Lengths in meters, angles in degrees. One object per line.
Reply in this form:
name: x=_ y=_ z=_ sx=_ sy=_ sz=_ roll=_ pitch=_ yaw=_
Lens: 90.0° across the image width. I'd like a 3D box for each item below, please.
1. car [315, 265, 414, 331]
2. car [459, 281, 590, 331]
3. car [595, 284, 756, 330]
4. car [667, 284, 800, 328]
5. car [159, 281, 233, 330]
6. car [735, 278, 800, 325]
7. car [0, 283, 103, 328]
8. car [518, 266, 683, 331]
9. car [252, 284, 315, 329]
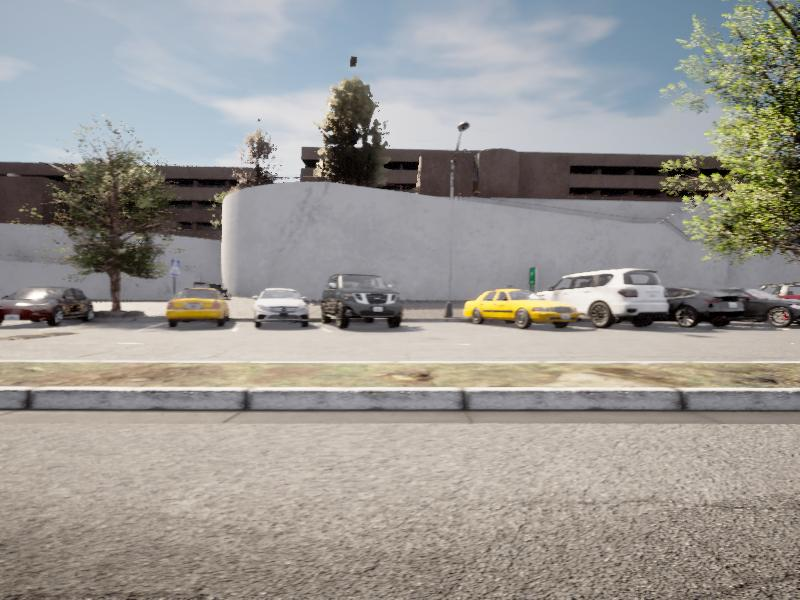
car: x=-1.647 y=-0.018 z=15.512 sx=2.435 sy=2.045 sz=5.566 roll=1 pitch=-1 yaw=-20
car: x=4.406 y=0.230 z=15.360 sx=1.946 sy=1.575 sz=5.366 roll=1 pitch=-1 yaw=-20
car: x=10.333 y=0.249 z=15.555 sx=2.163 sy=1.488 sz=4.792 roll=0 pitch=-1 yaw=-20
car: x=13.358 y=0.248 z=15.530 sx=2.002 sy=1.452 sz=4.674 roll=0 pitch=-1 yaw=-20
car: x=-7.741 y=0.206 z=15.710 sx=1.946 sy=1.575 sz=5.366 roll=0 pitch=-1 yaw=-20
car: x=16.346 y=0.059 z=15.558 sx=2.185 sy=1.767 sz=4.553 roll=0 pitch=-1 yaw=-20
car: x=-13.664 y=0.201 z=15.515 sx=2.163 sy=1.488 sz=4.792 roll=1 pitch=-1 yaw=-20
car: x=7.333 y=-0.021 z=15.559 sx=2.435 sy=2.045 sz=5.566 roll=0 pitch=-1 yaw=-20
car: x=-4.668 y=0.260 z=15.541 sx=2.002 sy=1.452 sz=4.674 roll=1 pitch=-1 yaw=-20
